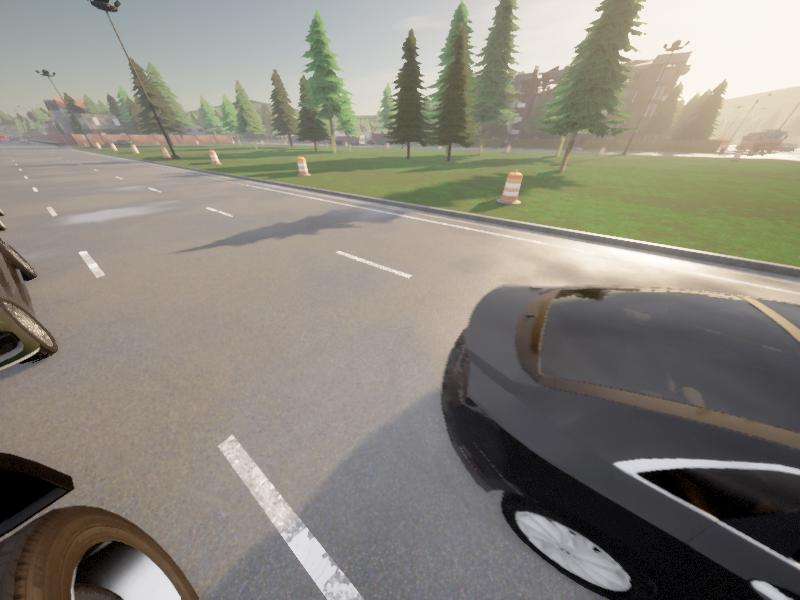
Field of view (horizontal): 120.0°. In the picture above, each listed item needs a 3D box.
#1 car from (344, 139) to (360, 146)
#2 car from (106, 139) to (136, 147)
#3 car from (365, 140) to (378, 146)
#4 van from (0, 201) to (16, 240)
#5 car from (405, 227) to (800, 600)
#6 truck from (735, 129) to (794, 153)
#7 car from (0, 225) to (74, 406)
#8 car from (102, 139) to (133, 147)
[{"bbox_3d":[-15.867,-52.124,76.478,4.611,1.667,2.242,22,41,28],"label":"car"},{"bbox_3d":[-74.198,-41.777,61.456,2.007,1.525,4.514,12,37,17],"label":"car"},{"bbox_3d":[-9.341,-51.938,76.231,3.705,1.549,1.789,22,41,28],"label":"car"},{"bbox_3d":[-12.774,-2.850,6.148,4.442,1.987,1.775,22,41,28],"label":"van"},{"bbox_3d":[2.582,1.123,1.040,4.892,1.490,1.837,22,41,28],"label":"car"},{"bbox_3d":[75.041,-32.980,47.939,2.891,3.827,8.468,22,40,28],"label":"truck"},{"bbox_3d":[-6.491,-0.146,2.680,5.027,1.651,2.152,22,41,28],"label":"car"},{"bbox_3d":[-77.181,-43.016,63.125,2.242,1.667,4.611,13,37,18],"label":"car"}]
